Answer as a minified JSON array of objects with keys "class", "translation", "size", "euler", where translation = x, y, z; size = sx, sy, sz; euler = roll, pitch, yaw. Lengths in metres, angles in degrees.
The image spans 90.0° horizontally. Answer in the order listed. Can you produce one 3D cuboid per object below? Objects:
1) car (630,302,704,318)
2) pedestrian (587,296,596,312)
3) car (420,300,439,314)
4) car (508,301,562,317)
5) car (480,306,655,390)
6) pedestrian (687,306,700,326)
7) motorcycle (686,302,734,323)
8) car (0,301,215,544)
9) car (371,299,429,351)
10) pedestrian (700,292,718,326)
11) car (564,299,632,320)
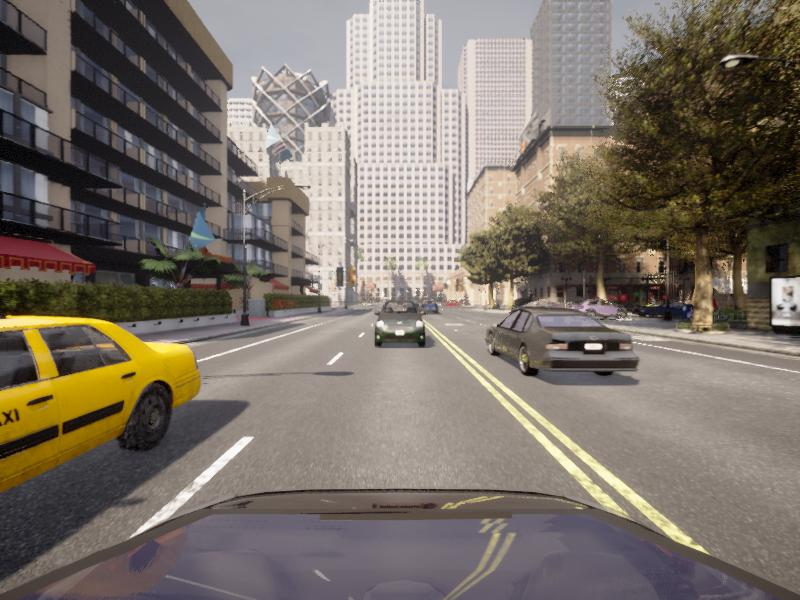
[{"class":"car","translation":[24.487,0.896,36.837],"size":[5.357,1.411,2.033],"euler":[0,0,1]},{"class":"pedestrian","translation":[21.986,0.486,45.937],"size":[0.751,1.860,0.751],"euler":[0,0,0]},{"class":"car","translation":[3.496,0.778,48.213],"size":[2.033,1.649,4.856],"euler":[0,0,0]},{"class":"car","translation":[13.183,0.852,39.060],"size":[4.792,1.488,2.163],"euler":[0,0,24]},{"class":"car","translation":[3.503,0.895,9.757],"size":[2.033,1.411,5.357],"euler":[0,0,0]},{"class":"pedestrian","translation":[16.098,0.866,21.925],"size":[0.500,1.100,0.500],"euler":[0,0,-42]},{"class":"motorcycle","translation":[20.938,0.821,27.055],"size":[0.764,1.277,2.356],"euler":[11,-6,-29]},{"class":"car","translation":[-3.501,0.801,2.927],"size":[1.801,1.575,5.366],"euler":[0,0,0]},{"class":"car","translation":[0.000,0.789,14.643],"size":[1.851,1.617,3.988],"euler":[0,0,0]},{"class":"pedestrian","translation":[17.094,0.486,22.135],"size":[0.751,1.860,0.751],"euler":[0,0,40]},{"class":"car","translation":[16.244,0.779,32.939],"size":[4.856,1.649,2.033],"euler":[0,-1,-14]}]
